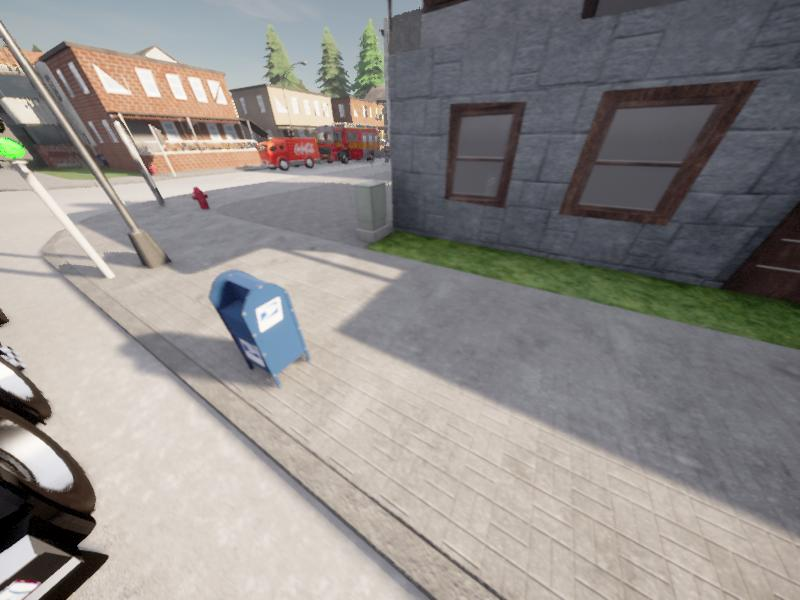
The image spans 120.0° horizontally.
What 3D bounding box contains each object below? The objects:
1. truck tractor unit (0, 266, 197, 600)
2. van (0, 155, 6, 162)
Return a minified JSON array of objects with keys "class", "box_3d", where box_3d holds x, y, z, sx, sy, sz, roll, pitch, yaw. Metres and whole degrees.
[{"class":"truck tractor unit","box_3d":[-5.118,-0.291,0.779,6.516,4.208,3.053,18,39,24]},{"class":"van","box_3d":[-56.792,-19.143,30.390,1.775,1.987,4.442,18,39,24]}]
